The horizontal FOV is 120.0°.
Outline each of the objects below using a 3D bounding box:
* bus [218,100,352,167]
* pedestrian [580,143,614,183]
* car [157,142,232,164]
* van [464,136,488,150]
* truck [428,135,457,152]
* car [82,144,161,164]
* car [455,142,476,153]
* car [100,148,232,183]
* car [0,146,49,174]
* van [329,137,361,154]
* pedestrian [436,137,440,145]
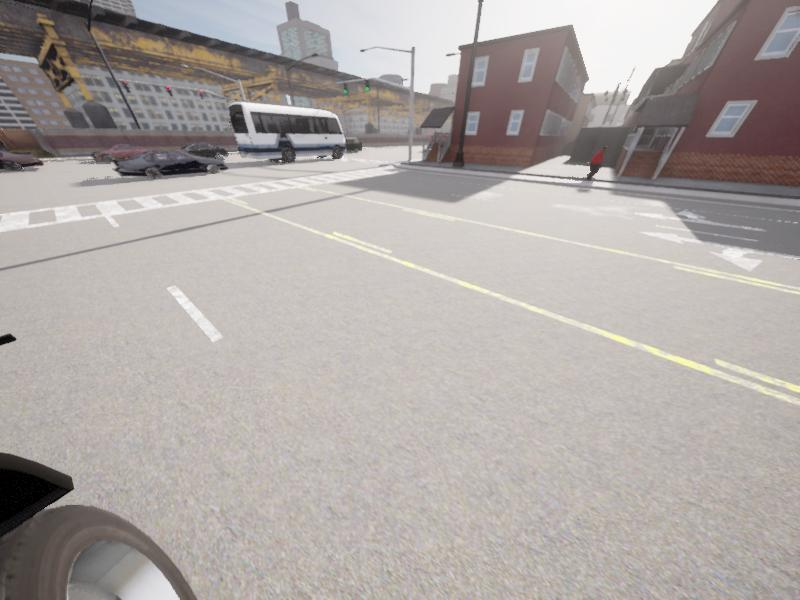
[{"bbox_3d":[-10.134,-15.921,22.422,3.944,4.253,10.273,25,42,30],"label":"bus"},{"bbox_3d":[11.007,-7.678,12.967,0.751,1.860,0.751,23,41,29],"label":"pedestrian"},{"bbox_3d":[-19.625,-14.301,22.352,1.837,1.490,4.892,25,42,30],"label":"car"},{"bbox_3d":[17.048,-35.140,51.523,2.351,2.431,6.366,25,42,30],"label":"van"},{"bbox_3d":[7.734,-28.283,41.667,2.627,2.467,5.204,25,42,30],"label":"truck"},{"bbox_3d":[-25.238,-13.415,21.111,1.994,1.385,4.181,25,42,30],"label":"car"},{"bbox_3d":[11.871,-27.590,41.723,1.994,1.385,4.181,25,42,30],"label":"car"},{"bbox_3d":[-14.043,-8.454,14.314,2.033,1.411,5.357,25,42,30],"label":"car"},{"bbox_3d":[-27.029,-8.796,14.560,2.033,1.411,5.357,25,42,30],"label":"car"},{"bbox_3d":[-8.083,-23.023,34.405,1.775,1.987,4.442,25,42,30],"label":"van"},{"bbox_3d":[10.998,-46.367,67.392,0.751,1.860,0.751,24,41,29],"label":"pedestrian"}]
